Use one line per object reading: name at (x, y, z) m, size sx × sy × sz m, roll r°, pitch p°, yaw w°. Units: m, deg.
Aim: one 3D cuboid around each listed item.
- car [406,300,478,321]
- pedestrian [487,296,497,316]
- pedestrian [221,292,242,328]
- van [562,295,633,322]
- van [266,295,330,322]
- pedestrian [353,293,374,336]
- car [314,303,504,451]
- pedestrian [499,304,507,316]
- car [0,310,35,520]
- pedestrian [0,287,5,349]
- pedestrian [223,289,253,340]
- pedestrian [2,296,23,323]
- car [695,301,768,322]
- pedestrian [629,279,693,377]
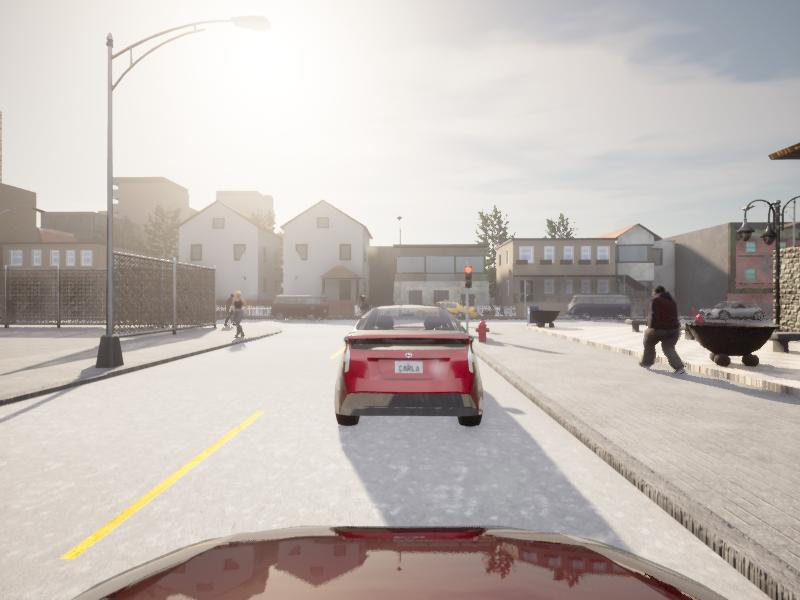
car at (3.139, 0.801, 30.552) m, size 5.366 × 1.575 × 1.801 m, roll 0°, pitch 0°, yaw 1°
pedestrian at (8.352, 0.533, 36.373) m, size 0.751 × 1.860 × 0.751 m, roll 0°, pitch 0°, yaw -1°
pedestrian at (-9.051, 0.534, 21.511) m, size 0.751 × 1.860 × 0.751 m, roll 0°, pitch 0°, yaw 14°
van at (14.869, 0.599, 30.290) m, size 4.442 × 1.987 × 1.775 m, roll 0°, pitch 0°, yaw 1°
van at (-7.727, 0.600, 30.428) m, size 4.442 × 1.987 × 1.775 m, roll 0°, pitch 0°, yaw 14°
pedestrian at (-1.663, 0.637, 18.110) m, size 0.751 × 1.860 × 0.751 m, roll 0°, pitch 0°, yaw -24°
car at (0.137, 0.828, 6.489) m, size 2.007 × 1.525 × 4.514 m, roll 0°, pitch 0°, yaw 1°
pedestrian at (9.238, 0.913, 35.827) m, size 0.500 × 1.100 × 0.500 m, roll 0°, pitch 0°, yaw -12°
car at (-4.006, 0.836, 0.742) m, size 2.128 × 1.511 × 4.902 m, roll 0°, pitch 0°, yaw 1°
pedestrian at (-12.358, 0.536, 11.761) m, size 0.751 × 1.860 × 0.751 m, roll 0°, pitch 0°, yaw -10°
pedestrian at (-6.100, 0.534, 15.113) m, size 0.751 × 1.860 × 0.751 m, roll 0°, pitch 0°, yaw 13°
pedestrian at (-27.111, 0.637, 28.003) m, size 0.751 × 1.860 × 0.751 m, roll 0°, pitch 0°, yaw 1°
car at (24.804, 0.853, 30.070) m, size 3.806 × 1.475 × 1.970 m, roll 0°, pitch 0°, yaw 1°
pedestrian at (5.211, 0.525, 8.024) m, size 0.751 × 1.860 × 0.751 m, roll 0°, pitch 0°, yaw -9°
